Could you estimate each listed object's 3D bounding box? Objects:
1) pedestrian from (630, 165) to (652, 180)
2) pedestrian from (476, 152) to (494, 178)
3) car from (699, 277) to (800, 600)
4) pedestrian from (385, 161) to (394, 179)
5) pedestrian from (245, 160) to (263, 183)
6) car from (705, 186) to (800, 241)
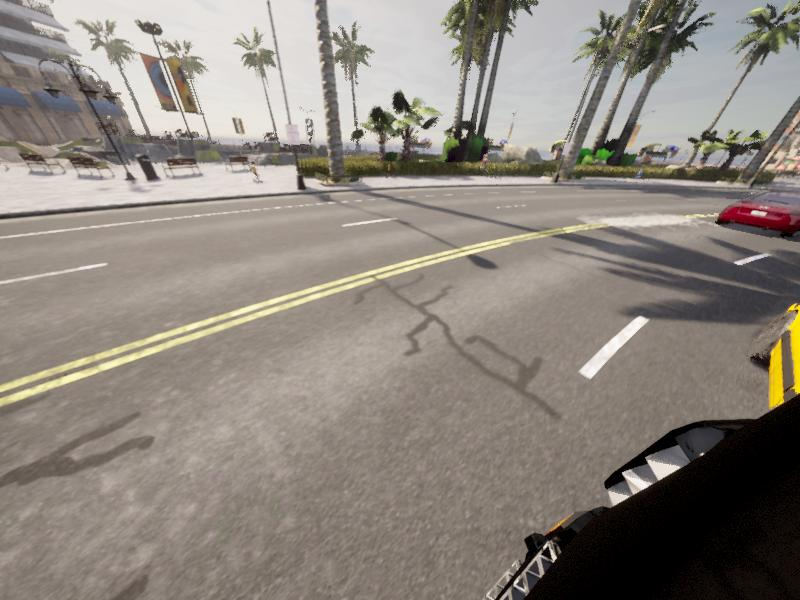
[{"bbox_3d":[24.802,-13.123,23.788,0.751,1.300,0.751,-1,34,-5],"label":"pedestrian"},{"bbox_3d":[7.218,-11.523,19.783,0.751,1.860,0.751,-12,36,-20],"label":"pedestrian"},{"bbox_3d":[3.915,0.962,1.318,5.366,1.575,1.801,-20,40,-30],"label":"car"},{"bbox_3d":[-0.818,-9.675,17.186,0.500,1.100,0.500,-13,37,-22],"label":"pedestrian"},{"bbox_3d":[-8.343,-7.353,13.215,0.500,1.100,0.500,-24,42,-34],"label":"pedestrian"},{"bbox_3d":[14.616,-3.387,8.716,4.181,1.385,1.994,-9,35,-16],"label":"car"}]
